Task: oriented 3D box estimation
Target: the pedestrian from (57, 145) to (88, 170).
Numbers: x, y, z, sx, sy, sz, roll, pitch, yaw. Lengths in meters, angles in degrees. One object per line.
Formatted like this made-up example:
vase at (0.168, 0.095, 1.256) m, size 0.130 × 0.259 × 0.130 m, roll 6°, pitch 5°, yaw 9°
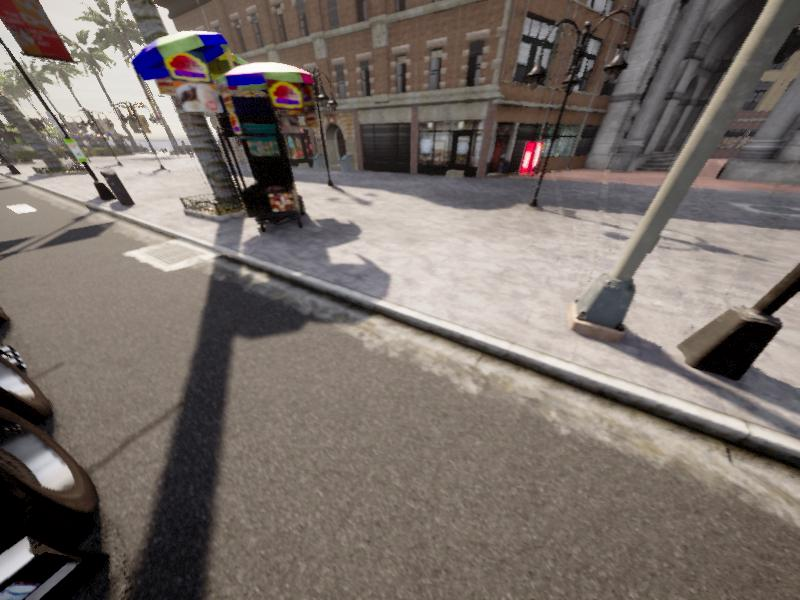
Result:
pedestrian at (-29.303, -12.773, 20.702) m, size 0.751 × 1.860 × 0.751 m, roll 19°, pitch 39°, yaw 25°

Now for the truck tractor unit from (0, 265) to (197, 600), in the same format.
truck tractor unit at (-5.114, -0.297, 0.780) m, size 6.516 × 4.208 × 3.053 m, roll 18°, pitch 39°, yaw 24°
